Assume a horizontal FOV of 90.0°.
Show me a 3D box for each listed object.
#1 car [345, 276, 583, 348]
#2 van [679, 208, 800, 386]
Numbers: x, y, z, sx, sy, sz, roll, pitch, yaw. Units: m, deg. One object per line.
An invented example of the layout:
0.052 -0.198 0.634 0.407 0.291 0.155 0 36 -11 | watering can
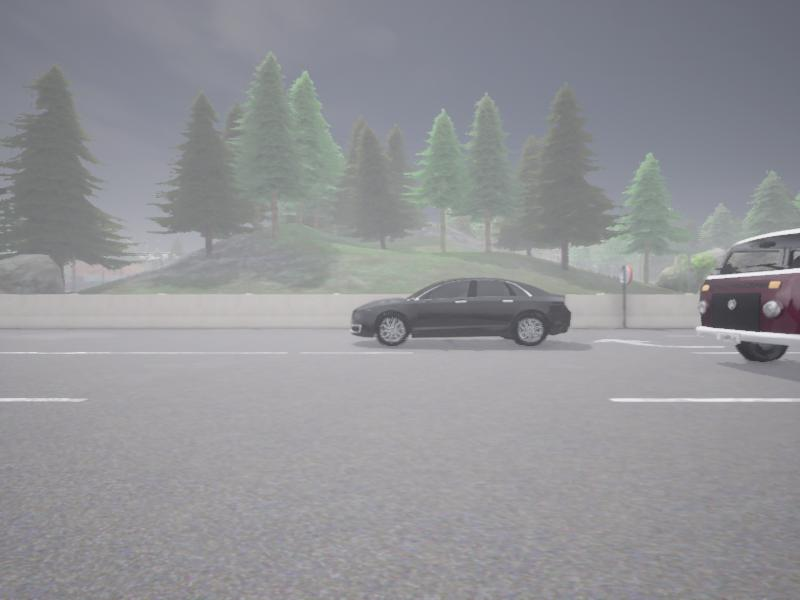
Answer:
1.322 0.244 9.179 4.892 1.490 1.837 0 0 0 | car
6.847 -0.030 5.549 4.480 2.038 2.069 0 0 2 | van
